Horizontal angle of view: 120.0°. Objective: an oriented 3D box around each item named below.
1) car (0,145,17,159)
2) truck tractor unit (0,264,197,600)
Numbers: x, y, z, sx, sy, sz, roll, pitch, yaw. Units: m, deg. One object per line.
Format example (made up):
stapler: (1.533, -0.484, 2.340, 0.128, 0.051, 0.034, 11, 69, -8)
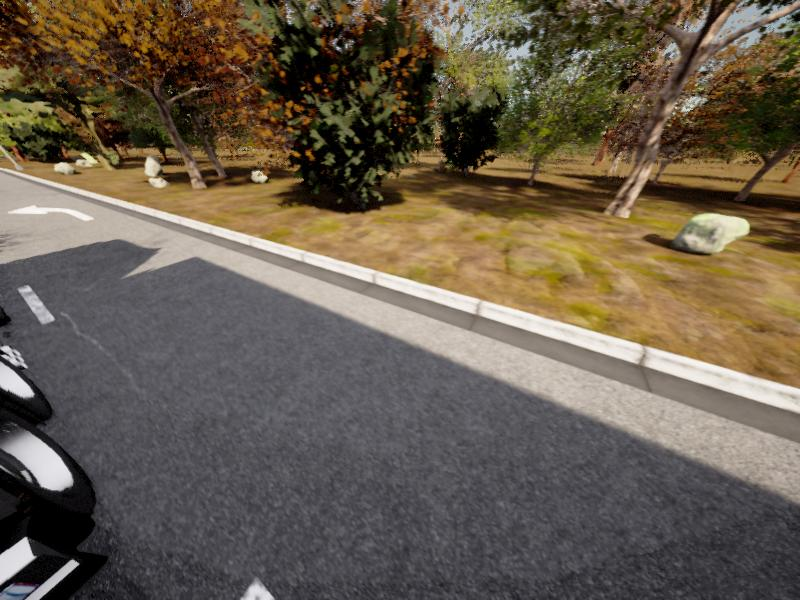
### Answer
car: (-71.404, -25.600, 40.056, 1.878, 1.987, 4.442, 9, 35, 13)
truck tractor unit: (-5.114, -0.296, 0.784, 6.516, 4.208, 3.053, 18, 39, 24)
